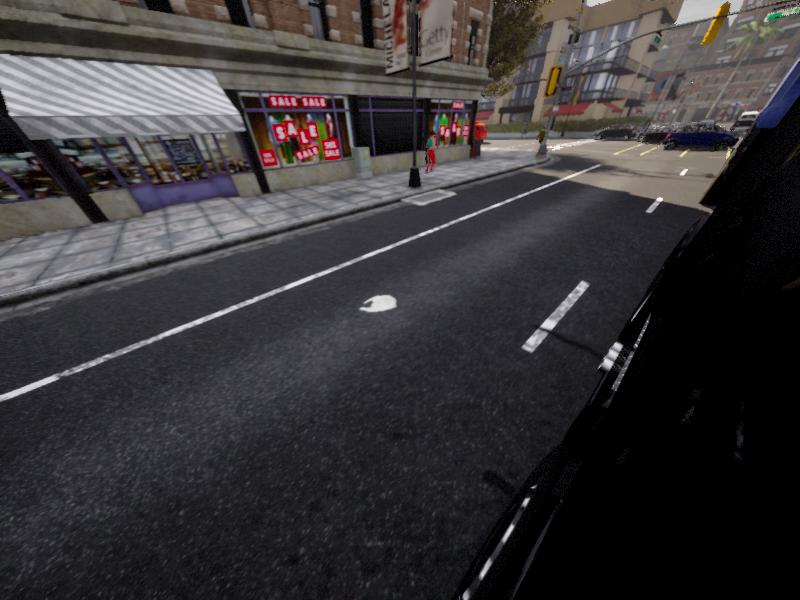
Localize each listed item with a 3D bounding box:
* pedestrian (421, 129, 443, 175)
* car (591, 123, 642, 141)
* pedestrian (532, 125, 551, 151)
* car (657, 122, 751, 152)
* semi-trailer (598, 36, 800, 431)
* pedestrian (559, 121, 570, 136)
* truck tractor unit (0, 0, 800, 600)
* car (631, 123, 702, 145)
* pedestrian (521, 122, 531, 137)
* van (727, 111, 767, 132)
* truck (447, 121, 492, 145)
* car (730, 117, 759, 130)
[{"bbox_3d":[1.599,-7.565,11.845,0.751,1.860,0.751,-30,44,-31],"label":"pedestrian"},{"bbox_3d":[24.803,-19.268,26.557,1.789,1.549,3.705,-29,44,-31],"label":"car"},{"bbox_3d":[12.698,-14.568,20.756,0.751,1.860,0.751,29,47,35],"label":"pedestrian"},{"bbox_3d":[21.753,-11.779,16.722,1.789,1.549,3.705,-29,44,-31],"label":"car"},{"bbox_3d":[8.717,-3.592,4.210,14.254,4.402,2.717,-28,43,-30],"label":"semi-trailer"},{"bbox_3d":[26.034,-27.261,36.636,0.751,1.860,0.751,-31,45,-33],"label":"pedestrian"},{"bbox_3d":[2.645,-0.295,0.351,6.516,4.208,3.053,-28,44,-30],"label":"truck tractor unit"},{"bbox_3d":[24.325,-15.286,21.274,1.845,1.501,3.633,-15,39,-17],"label":"car"},{"bbox_3d":[20.226,-27.359,37.149,0.751,1.860,0.751,-29,44,-31],"label":"pedestrian"},{"bbox_3d":[45.407,-23.369,30.292,4.480,2.038,2.069,-29,44,-31],"label":"van"},{"bbox_3d":[9.453,-23.156,32.009,2.627,2.467,5.204,-29,44,-31],"label":"truck"},{"bbox_3d":[50.265,-25.843,33.787,4.674,1.442,1.812,-29,44,-31],"label":"car"}]
